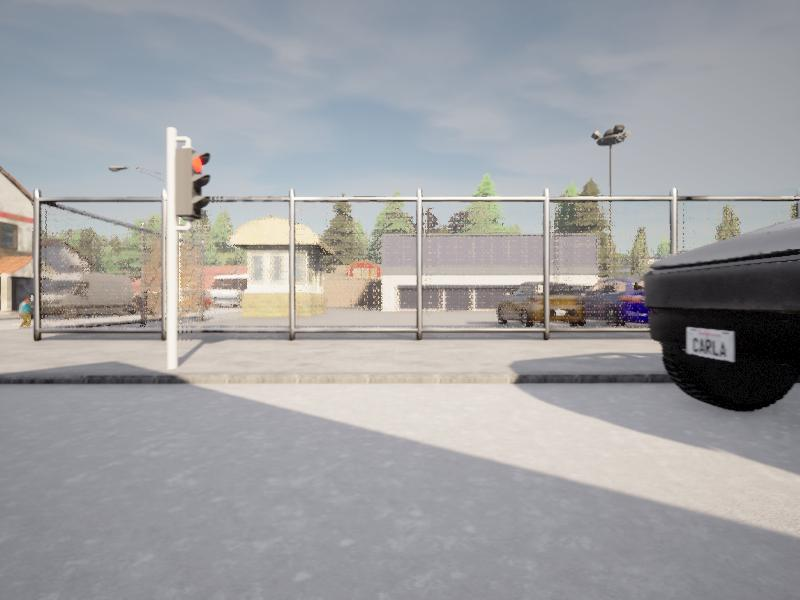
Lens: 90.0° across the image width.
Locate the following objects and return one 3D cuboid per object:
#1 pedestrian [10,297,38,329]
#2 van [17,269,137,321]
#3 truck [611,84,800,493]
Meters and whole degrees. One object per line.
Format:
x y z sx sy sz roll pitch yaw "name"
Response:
-12.949 0.438 13.771 0.500 1.100 0.500 0 0 -5 "pedestrian"
-17.879 -0.250 22.686 1.988 2.561 5.915 0 0 1 "van"
5.190 -0.064 2.692 6.274 2.098 2.390 0 0 0 "truck"
